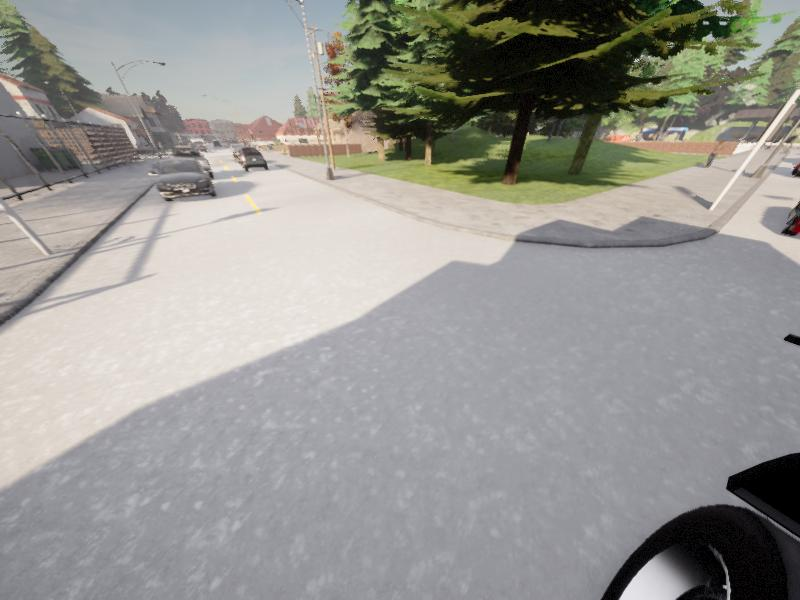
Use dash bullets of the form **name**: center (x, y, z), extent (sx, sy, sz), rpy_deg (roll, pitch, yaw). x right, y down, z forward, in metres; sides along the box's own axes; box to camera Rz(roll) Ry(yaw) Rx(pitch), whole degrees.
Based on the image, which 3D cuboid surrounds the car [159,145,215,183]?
- **car**: center (-14.123, -9.269, 15.532), extent (1.932, 1.855, 4.605), rpy_deg (-22, 41, -28)

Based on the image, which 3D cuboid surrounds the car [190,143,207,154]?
- **car**: center (-37.320, -28.187, 42.889), extent (1.816, 1.474, 4.193), rpy_deg (-22, 41, -28)

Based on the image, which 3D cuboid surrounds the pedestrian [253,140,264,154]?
- **pedestrian**: center (-22.971, -24.894, 37.527), extent (0.751, 1.860, 0.751), rpy_deg (-24, 42, -30)

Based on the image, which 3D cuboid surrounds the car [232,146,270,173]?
- **car**: center (-12.629, -11.961, 19.562), extent (1.851, 1.617, 3.988), rpy_deg (-22, 41, -28)

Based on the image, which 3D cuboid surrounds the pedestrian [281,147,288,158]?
- **pedestrian**: center (-14.776, -18.845, 29.542), extent (0.500, 1.100, 0.500), rpy_deg (-22, 41, -28)

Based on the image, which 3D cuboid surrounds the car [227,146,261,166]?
- **car**: center (-16.238, -15.035, 24.018), extent (2.007, 1.525, 4.514), rpy_deg (-23, 41, -29)

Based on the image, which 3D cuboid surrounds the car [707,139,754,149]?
- **car**: center (65.014, -30.755, 45.503), extent (2.038, 1.542, 4.974), rpy_deg (-22, 41, -28)

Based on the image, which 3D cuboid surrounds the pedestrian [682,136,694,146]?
- **pedestrian**: center (66.244, -36.537, 53.094), extent (0.751, 1.860, 0.751), rpy_deg (-14, 38, -19)

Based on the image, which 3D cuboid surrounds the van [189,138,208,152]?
- **van**: center (-45.205, -34.874, 51.979), extent (2.351, 2.431, 6.366), rpy_deg (-22, 41, -28)

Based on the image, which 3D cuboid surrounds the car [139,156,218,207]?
- **car**: center (-10.195, -5.817, 10.943), extent (1.837, 1.490, 4.892), rpy_deg (-23, 41, -28)

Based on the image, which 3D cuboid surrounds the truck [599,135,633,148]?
- **truck**: center (54.243, -40.051, 58.257), extent (2.627, 2.467, 5.204), rpy_deg (-22, 41, -28)

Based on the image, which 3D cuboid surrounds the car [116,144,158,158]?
- **car**: center (-39.029, -22.232, 34.413), extent (3.705, 1.549, 1.789), rpy_deg (-28, 43, -33)

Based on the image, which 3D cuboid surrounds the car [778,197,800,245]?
- **car**: center (12.074, -2.337, 5.899), extent (4.181, 1.385, 1.994), rpy_deg (-22, 41, -28)

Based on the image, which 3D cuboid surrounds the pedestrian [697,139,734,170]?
- **pedestrian**: center (23.172, -10.730, 17.013), extent (0.751, 1.860, 0.751), rpy_deg (-21, 40, -27)

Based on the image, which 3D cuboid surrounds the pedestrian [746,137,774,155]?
- **pedestrian**: center (43.696, -18.695, 28.076), extent (0.751, 1.860, 0.751), rpy_deg (-2, 35, -2)

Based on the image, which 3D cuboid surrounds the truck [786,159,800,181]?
- **truck**: center (26.175, -8.542, 13.581), extent (5.204, 2.467, 2.627), rpy_deg (-22, 41, -28)
